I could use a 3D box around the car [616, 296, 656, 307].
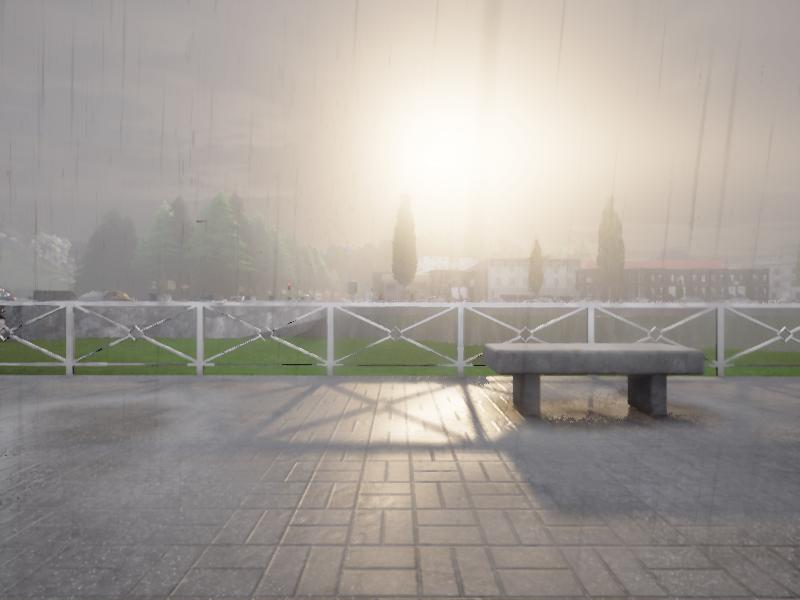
[{"bbox_3d":[37.956,0.254,64.387,5.238,1.638,1.930,0,0,0],"label":"car"}]

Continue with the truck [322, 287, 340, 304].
[{"bbox_3d":[-16.296,-0.960,94.803,2.891,3.827,8.468,0,0,0],"label":"truck"}]

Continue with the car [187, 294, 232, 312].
[{"bbox_3d":[-16.274,0.219,34.404,1.816,1.474,4.193,0,0,0],"label":"car"}]

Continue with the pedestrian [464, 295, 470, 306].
[{"bbox_3d":[10.800,0.061,64.577,0.751,1.860,0.751,0,0,-19],"label":"pedestrian"}]

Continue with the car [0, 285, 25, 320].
[{"bbox_3d":[-20.263,0.112,18.119,2.242,1.667,4.611,0,0,0],"label":"car"}]

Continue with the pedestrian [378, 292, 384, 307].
[{"bbox_3d":[-2.437,-0.069,51.600,0.751,1.860,0.751,0,0,0],"label":"pedestrian"}]

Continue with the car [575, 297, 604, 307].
[{"bbox_3d":[30.455,0.319,64.379,3.806,1.475,1.970,0,0,0],"label":"car"}]

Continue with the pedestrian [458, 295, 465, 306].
[{"bbox_3d":[10.026,0.059,65.400,0.751,1.860,0.751,0,0,-27],"label":"pedestrian"}]

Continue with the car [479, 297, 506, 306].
[{"bbox_3d":[14.821,0.285,64.362,3.806,1.475,1.970,0,0,0],"label":"car"}]

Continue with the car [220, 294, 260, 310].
[{"bbox_3d":[-16.276,0.191,41.004,2.038,1.542,4.974,0,0,0],"label":"car"}]

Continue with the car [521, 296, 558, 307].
[{"bbox_3d":[22.431,0.220,64.371,5.238,1.638,1.930,0,0,0],"label":"car"}]

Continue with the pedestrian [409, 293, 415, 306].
[{"bbox_3d":[1.596,-0.060,54.262,0.751,1.860,0.751,0,0,-1],"label":"pedestrian"}]

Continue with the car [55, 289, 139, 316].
[{"bbox_3d":[-20.264,0.132,27.087,2.033,1.649,4.856,0,0,0],"label":"car"}]

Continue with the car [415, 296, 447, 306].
[{"bbox_3d":[4.952,0.191,64.352,5.027,1.651,2.152,0,0,0],"label":"car"}]
